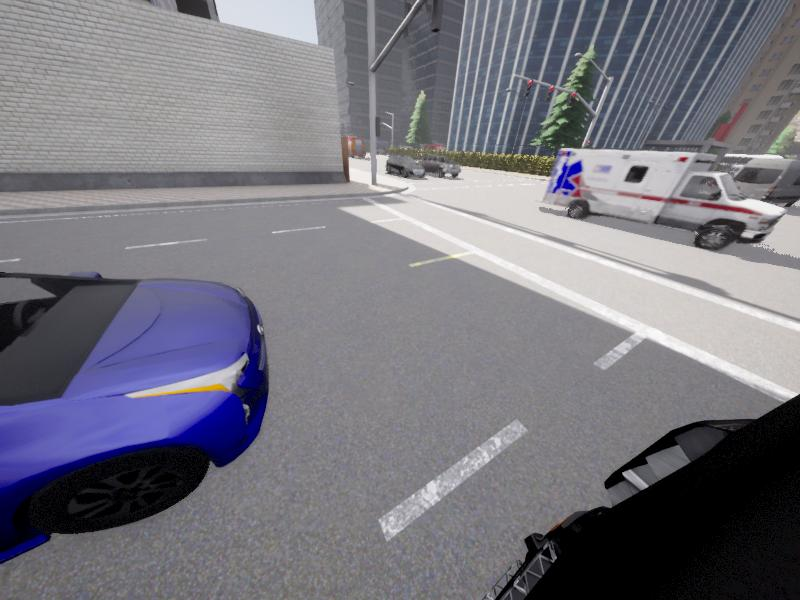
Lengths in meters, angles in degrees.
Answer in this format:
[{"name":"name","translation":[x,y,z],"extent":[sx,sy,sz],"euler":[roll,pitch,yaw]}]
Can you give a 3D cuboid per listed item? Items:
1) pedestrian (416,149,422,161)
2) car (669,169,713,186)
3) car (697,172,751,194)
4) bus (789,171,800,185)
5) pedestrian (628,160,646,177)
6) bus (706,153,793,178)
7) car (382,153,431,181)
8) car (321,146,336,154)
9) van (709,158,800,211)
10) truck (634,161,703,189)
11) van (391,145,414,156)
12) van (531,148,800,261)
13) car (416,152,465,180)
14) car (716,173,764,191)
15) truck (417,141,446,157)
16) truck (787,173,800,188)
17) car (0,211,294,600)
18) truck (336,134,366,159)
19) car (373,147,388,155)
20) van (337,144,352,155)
[{"name":"pedestrian","translation":[3.453,-26.216,41.813],"extent":[0.751,1.860,0.751],"euler":[-17,39,-28]},{"name":"car","translation":[33.261,-14.030,26.368],"extent":[4.674,1.442,1.812],"euler":[-16,38,-26]},{"name":"car","translation":[29.752,-10.819,21.230],"extent":[4.193,1.474,1.816],"euler":[-16,38,-26]},{"name":"bus","translation":[64.161,-19.523,34.507],"extent":[10.273,4.253,3.944],"euler":[-16,38,-26]},{"name":"pedestrian","translation":[31.393,-17.392,30.591],"extent":[0.751,1.860,0.751],"euler":[-16,38,-26]},{"name":"bus","translation":[83.277,-32.415,55.507],"extent":[3.944,4.253,10.273],"euler":[-16,38,-26]},{"name":"car","translation":[0.381,-11.960,20.620],"extent":[2.033,1.649,4.856],"euler":[-16,39,-26]},{"name":"car","translation":[-18.266,-38.128,58.797],"extent":[2.033,1.411,5.357],"euler":[-16,38,-26]},{"name":"van","translation":[23.591,-7.380,14.634],"extent":[5.915,2.561,1.988],"euler":[-10,37,-17]},{"name":"truck","translation":[26.466,-12.380,22.762],"extent":[6.274,2.098,2.390],"euler":[-16,38,-26]},{"name":"van","translation":[0.803,-43.547,67.500],"extent":[6.366,2.431,2.351],"euler":[-16,38,-26]},{"name":"van","translation":[8.828,-3.939,8.419],"extent":[2.351,2.431,6.366],"euler":[-16,38,-26]},{"name":"car","translation":[3.640,-12.698,21.759],"extent":[1.932,1.855,4.605],"euler":[-16,39,-26]},{"name":"car","translation":[35.808,-12.492,24.317],"extent":[4.181,1.385,1.994],"euler":[-16,38,-27]},{"name":"truck","translation":[9.855,-46.730,71.749],"extent":[8.468,3.827,2.891],"euler":[-16,38,-26]},{"name":"truck","translation":[52.246,-15.353,28.903],"extent":[5.204,2.467,2.627],"euler":[-15,38,-26]},{"name":"car","translation":[-3.302,0.728,1.217],"extent":[4.514,1.525,2.007],"euler":[-16,38,-26]},{"name":"truck","translation":[-9.809,-30.785,46.206],"extent":[2.891,3.827,8.468],"euler":[-16,38,-26]},{"name":"car","translation":[-5.679,-43.679,67.721],"extent":[3.866,1.878,1.905],"euler":[-16,38,-26]},{"name":"van","translation":[-13.990,-38.019,58.398],"extent":[2.069,2.038,4.480],"euler":[-16,38,-26]}]
